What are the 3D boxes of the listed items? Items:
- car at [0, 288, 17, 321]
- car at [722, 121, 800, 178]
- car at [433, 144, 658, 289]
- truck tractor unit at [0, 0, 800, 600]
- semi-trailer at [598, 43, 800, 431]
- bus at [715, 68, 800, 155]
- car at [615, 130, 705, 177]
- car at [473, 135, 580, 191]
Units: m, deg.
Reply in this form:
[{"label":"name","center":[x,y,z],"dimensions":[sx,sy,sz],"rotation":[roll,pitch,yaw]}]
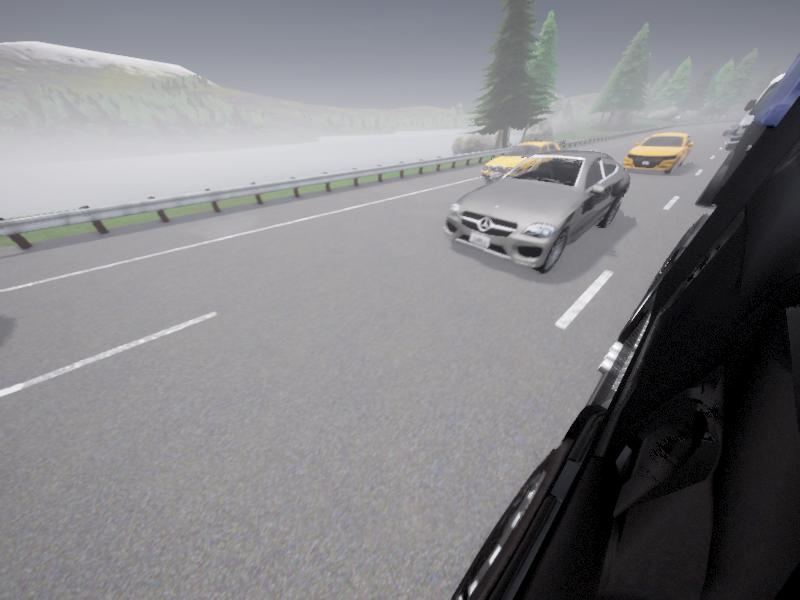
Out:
[{"label":"car","center":[-7.631,0.776,1.720],"dimensions":[4.514,1.525,2.007],"rotation":[-28,44,-30]},{"label":"car","center":[17.146,-6.988,10.539],"dimensions":[4.553,1.767,2.097],"rotation":[-28,44,-30]},{"label":"car","center":[3.327,-2.331,5.204],"dimensions":[5.027,1.651,2.152],"rotation":[-28,44,-30]},{"label":"truck tractor unit","center":[2.645,-0.295,0.351],"dimensions":[6.516,4.208,3.053],"rotation":[-28,44,-30]},{"label":"semi-trailer","center":[8.703,-3.580,4.252],"dimensions":[14.254,4.402,2.717],"rotation":[-28,44,-30]},{"label":"bus","center":[27.985,-13.662,16.800],"dimensions":[10.273,4.253,3.944],"rotation":[-29,44,-30]},{"label":"car","center":[13.141,-7.506,11.650],"dimensions":[5.008,1.535,1.882],"rotation":[-28,44,-30]},{"label":"car","center":[5.841,-6.397,10.518],"dimensions":[5.366,1.575,1.801],"rotation":[-28,44,-30]}]
